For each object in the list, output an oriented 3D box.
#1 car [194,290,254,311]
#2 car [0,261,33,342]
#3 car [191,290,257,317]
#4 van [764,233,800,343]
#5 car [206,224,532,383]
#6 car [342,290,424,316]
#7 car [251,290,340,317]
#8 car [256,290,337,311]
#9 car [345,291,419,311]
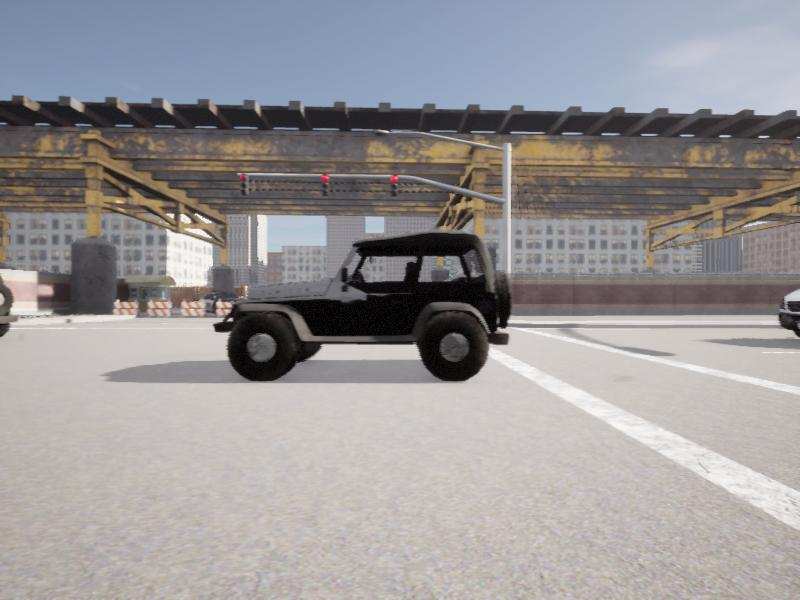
[{"bbox_3d":[-11.151,0.033,25.171,4.536,1.218,1.853,0,0,44],"label":"car"},{"bbox_3d":[-11.262,0.039,9.203,3.866,1.878,1.905,0,0,0],"label":"car"},{"bbox_3d":[-11.114,0.190,25.135,4.974,1.542,2.038,0,0,44],"label":"car"},{"bbox_3d":[12.259,-0.274,9.206,5.915,2.561,1.988,0,0,0],"label":"van"},{"bbox_3d":[-0.365,0.045,5.703,3.866,1.878,1.905,0,0,0],"label":"car"},{"bbox_3d":[-1.139,0.195,25.936,4.974,1.542,2.038,0,0,29],"label":"car"},{"bbox_3d":[-6.506,0.193,25.146,4.974,1.542,2.038,0,0,-36],"label":"car"},{"bbox_3d":[-6.464,0.035,25.177,4.536,1.218,1.853,0,0,-36],"label":"car"},{"bbox_3d":[-1.184,0.038,25.960,4.536,1.218,1.853,0,0,29],"label":"car"}]
